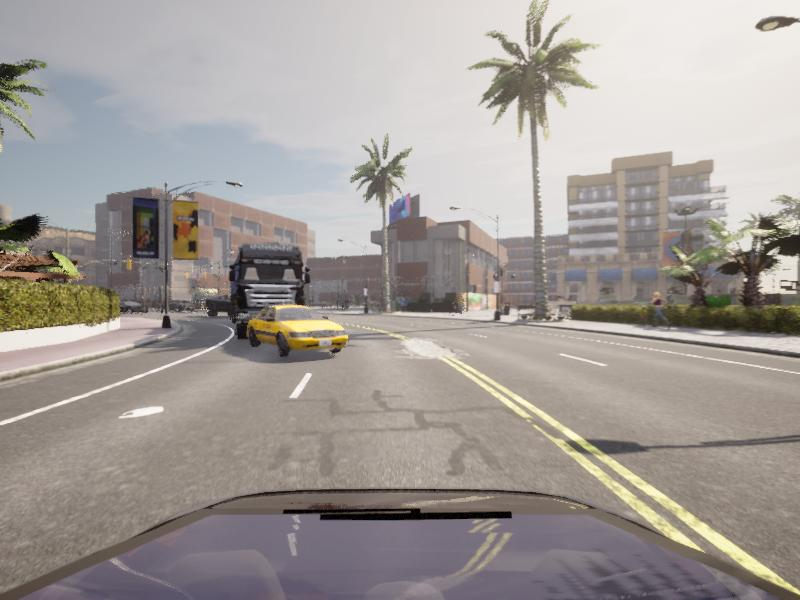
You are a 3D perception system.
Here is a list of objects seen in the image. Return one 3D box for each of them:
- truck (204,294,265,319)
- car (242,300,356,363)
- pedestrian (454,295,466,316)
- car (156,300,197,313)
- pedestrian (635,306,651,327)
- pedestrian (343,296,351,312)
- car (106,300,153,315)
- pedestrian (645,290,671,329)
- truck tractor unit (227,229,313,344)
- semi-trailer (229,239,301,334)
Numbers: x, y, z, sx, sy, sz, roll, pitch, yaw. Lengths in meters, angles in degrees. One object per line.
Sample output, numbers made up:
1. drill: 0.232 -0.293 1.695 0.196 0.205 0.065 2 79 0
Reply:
1. truck: -15.554 0.563 37.434 6.274 2.098 2.390 0 0 36
2. car: -3.490 0.822 12.813 1.801 1.575 5.366 0 -1 -34
3. pedestrian: 5.449 0.481 36.215 0.751 1.860 0.751 0 0 -33
4. car: -29.439 0.819 52.771 5.027 1.651 2.152 0 0 24
5. pedestrian: 12.902 0.851 21.247 0.500 1.100 0.500 0 0 -17
6. pedestrian: -6.527 0.496 49.219 0.751 1.860 0.751 0 0 36
7. car: -31.096 0.811 45.930 5.238 1.638 1.930 0 0 24
8. pedestrian: 12.691 0.471 19.690 0.751 1.860 0.751 0 0 -16
9. truck tractor unit: -5.950 -0.501 18.252 3.053 4.208 6.516 1 0 -19
10. semi-trailer: -9.149 -0.610 25.495 2.717 4.402 14.254 0 0 -25
